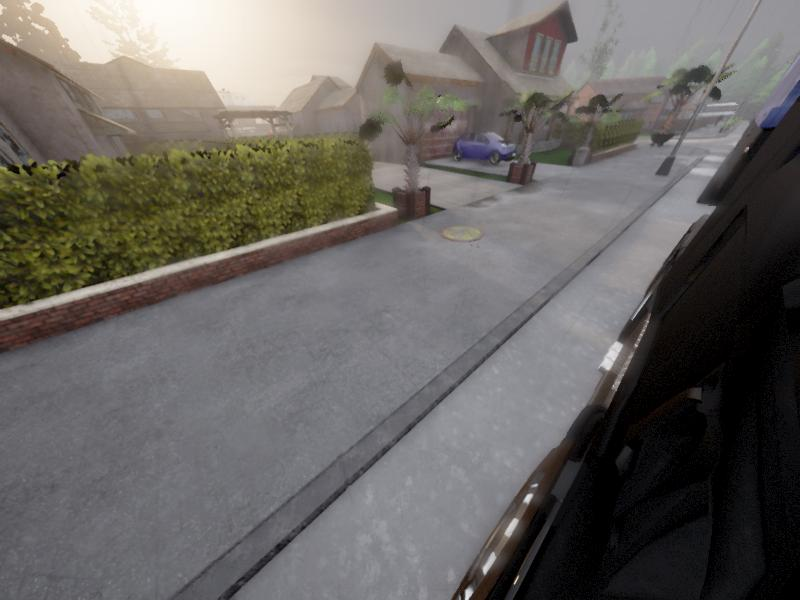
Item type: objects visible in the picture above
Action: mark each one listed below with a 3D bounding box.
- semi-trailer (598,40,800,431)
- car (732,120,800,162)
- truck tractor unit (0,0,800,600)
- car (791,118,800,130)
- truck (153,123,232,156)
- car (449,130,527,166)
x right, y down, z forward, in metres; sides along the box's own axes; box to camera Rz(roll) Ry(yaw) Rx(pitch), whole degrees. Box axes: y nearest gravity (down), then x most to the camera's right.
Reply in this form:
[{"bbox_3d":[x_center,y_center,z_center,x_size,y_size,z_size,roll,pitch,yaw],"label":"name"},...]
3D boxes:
[{"bbox_3d":[8.693,-3.609,4.233,14.254,4.402,2.717,-28,44,-30],"label":"semi-trailer"},{"bbox_3d":[21.644,-9.376,13.459,5.238,1.638,1.930,-28,44,-30],"label":"car"},{"bbox_3d":[2.645,-0.295,0.351,6.516,4.208,3.053,-28,44,-30],"label":"truck tractor unit"},{"bbox_3d":[52.189,-22.617,29.133,4.553,1.767,2.097,-28,44,-30],"label":"car"},{"bbox_3d":[-33.126,-26.077,37.373,8.468,3.827,2.891,-28,44,-30],"label":"truck"},{"bbox_3d":[4.976,-8.956,13.510,1.845,1.501,3.633,-30,45,-32],"label":"car"}]
